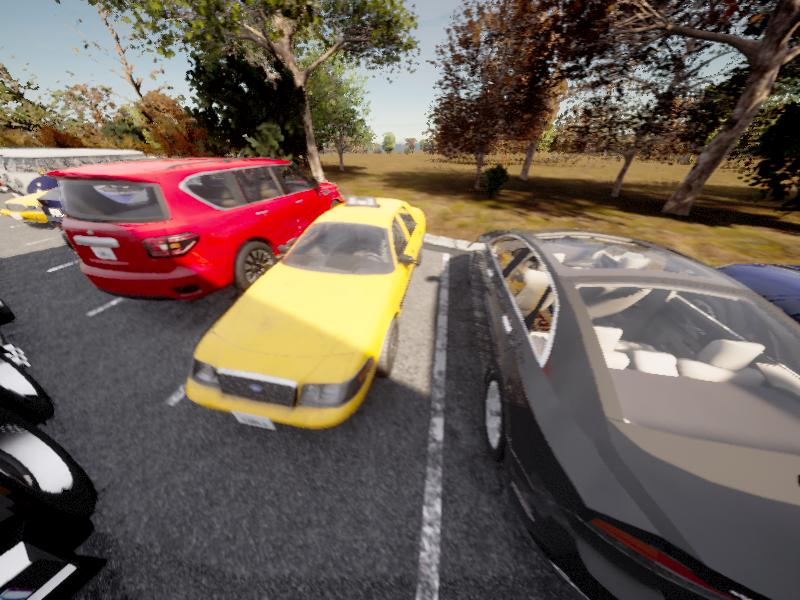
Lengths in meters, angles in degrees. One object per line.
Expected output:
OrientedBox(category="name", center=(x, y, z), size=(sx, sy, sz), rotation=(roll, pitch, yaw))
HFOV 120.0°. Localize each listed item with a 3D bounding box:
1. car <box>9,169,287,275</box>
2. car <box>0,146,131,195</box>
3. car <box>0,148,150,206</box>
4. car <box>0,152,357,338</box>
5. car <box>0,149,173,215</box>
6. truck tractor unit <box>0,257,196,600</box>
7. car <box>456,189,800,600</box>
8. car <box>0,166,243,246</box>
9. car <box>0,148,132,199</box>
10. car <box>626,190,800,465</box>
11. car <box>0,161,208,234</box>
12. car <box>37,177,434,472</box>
OrientedBox(category="car", center=(-5.739, -2.576, 6.478), size=(2.163, 1.488, 4.792), rotation=(6, 35, 9))
OrientedBox(category="car", center=(-21.059, -8.015, 13.939), size=(2.435, 2.045, 5.566), rotation=(6, 35, 9))
OrientedBox(category="car", center=(-15.973, -6.188, 11.310), size=(1.878, 1.987, 4.442), rotation=(7, 35, 9))
OrientedBox(category="car", center=(-3.181, -1.980, 5.108), size=(2.435, 2.045, 5.566), rotation=(6, 35, 9))
OrientedBox(category="car", center=(-13.417, -5.326, 10.048), size=(1.878, 1.987, 4.442), rotation=(6, 35, 9))
OrientedBox(category="truck tractor unit", center=(-5.102, -0.309, 0.794), size=(6.516, 4.208, 3.053), rotation=(19, 39, 25))
OrientedBox(category="car", center=(1.927, -0.046, 2.724), size=(2.231, 1.521, 4.892), rotation=(6, 35, 9))
OrientedBox(category="car", center=(-8.290, -3.471, 7.788), size=(2.163, 1.488, 4.792), rotation=(6, 35, 9))
OrientedBox(category="car", center=(-18.529, -7.050, 12.571), size=(1.878, 1.987, 4.442), rotation=(7, 35, 9))
OrientedBox(category="car", center=(4.486, 0.709, 1.396), size=(2.185, 1.767, 4.553), rotation=(6, 34, 9))
OrientedBox(category="car", center=(-10.879, -4.240, 8.854), size=(1.946, 1.575, 5.366), rotation=(6, 35, 9))
OrientedBox(category="car", center=(-0.657, -0.800, 3.820), size=(1.946, 1.575, 5.366), rotation=(6, 35, 9))
